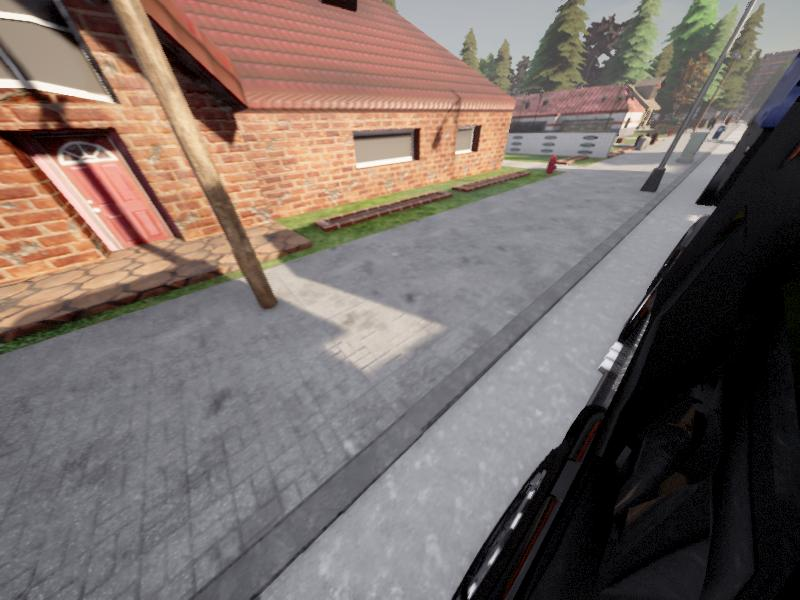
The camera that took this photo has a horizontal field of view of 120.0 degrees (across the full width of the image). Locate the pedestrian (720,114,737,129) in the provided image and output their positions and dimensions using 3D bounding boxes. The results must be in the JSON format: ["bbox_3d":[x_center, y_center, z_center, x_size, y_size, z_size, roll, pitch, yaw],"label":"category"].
[{"bbox_3d":[51.643,-28.071,36.354,0.751,1.860,0.751,-32,46,-33],"label":"pedestrian"}]

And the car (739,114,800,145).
[{"bbox_3d":[30.204,-13.989,18.978,3.866,1.878,1.905,-28,44,-30],"label":"car"}]

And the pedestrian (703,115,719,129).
[{"bbox_3d":[50.354,-28.829,37.444,0.751,1.860,0.751,-30,45,-31],"label":"pedestrian"}]

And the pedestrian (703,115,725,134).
[{"bbox_3d":[39.812,-22.262,29.283,0.751,1.860,0.751,22,43,29],"label":"pedestrian"}]

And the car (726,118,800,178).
[{"bbox_3d":[16.992,-6.947,10.348,4.605,1.855,1.932,-28,44,-30],"label":"car"}]

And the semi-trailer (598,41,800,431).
[{"bbox_3d":[8.695,-3.600,4.240,14.254,4.402,2.717,-28,44,-30],"label":"semi-trailer"}]

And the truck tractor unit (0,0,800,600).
[{"bbox_3d":[2.645,-0.295,0.351,6.516,4.208,3.053,-28,44,-30],"label":"truck tractor unit"}]
